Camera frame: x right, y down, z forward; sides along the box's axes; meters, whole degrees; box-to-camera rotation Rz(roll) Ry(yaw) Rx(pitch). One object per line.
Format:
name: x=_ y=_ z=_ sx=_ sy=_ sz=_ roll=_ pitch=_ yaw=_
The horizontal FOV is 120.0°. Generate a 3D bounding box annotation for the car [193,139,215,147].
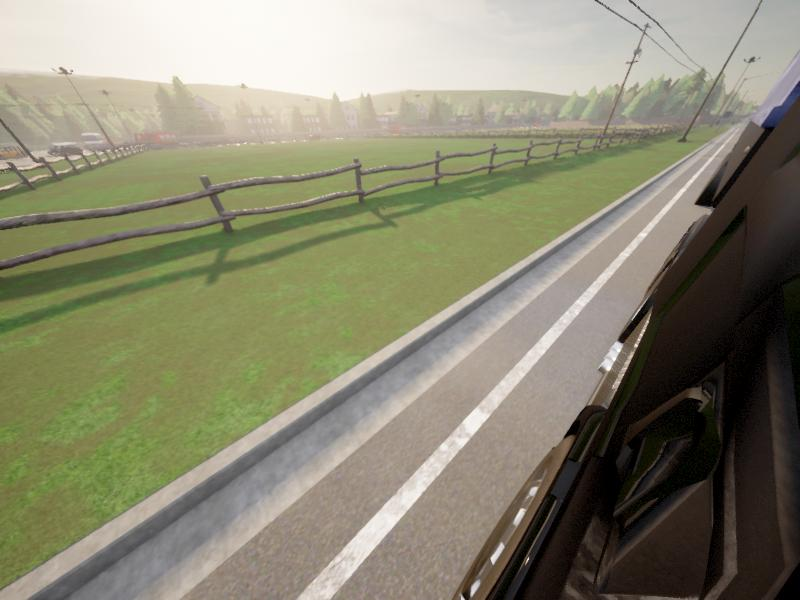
car: x=-53.042 y=-42.490 z=62.556 sx=4.193 sy=1.474 sz=1.816 roll=-28 pitch=43 yaw=-30

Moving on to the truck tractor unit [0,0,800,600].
truck tractor unit: x=2.645 y=-0.295 z=0.351 sx=6.516 sy=4.208 sz=3.053 roll=-28 pitch=44 yaw=-30

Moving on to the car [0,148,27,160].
car: x=-69.534 y=-25.448 z=40.365 sx=1.882 sy=1.535 sz=5.008 roll=-13 pitch=38 yaw=-14

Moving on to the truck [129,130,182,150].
truck: x=-62.486 y=-41.242 z=59.396 sx=8.468 sy=3.827 sz=2.891 roll=-28 pitch=43 yaw=-30

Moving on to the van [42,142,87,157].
van: x=-64.016 y=-28.816 z=44.204 sx=2.069 sy=2.038 sz=4.480 roll=-8 pitch=37 yaw=-8

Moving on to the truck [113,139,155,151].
truck: x=-63.553 y=-37.134 z=55.357 sx=2.390 sy=2.098 sz=6.274 roll=27 pitch=46 yaw=34

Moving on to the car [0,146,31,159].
car: x=-73.997 y=-27.804 z=43.499 sx=1.932 sy=1.855 sz=4.605 roll=-9 pitch=37 yaw=-9

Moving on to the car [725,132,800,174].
car: x=18.343 y=-7.407 z=11.488 sx=4.181 sy=1.385 sz=1.994 roll=-28 pitch=43 yaw=-30

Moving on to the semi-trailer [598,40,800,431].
semi-trailer: x=8.687 y=-3.588 z=4.275 sx=14.254 sy=4.402 sz=2.717 roll=-28 pitch=44 yaw=-30

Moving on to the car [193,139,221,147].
car: x=-50.471 y=-41.185 z=60.526 sx=5.238 sy=1.638 sz=1.930 roll=-28 pitch=43 yaw=-30

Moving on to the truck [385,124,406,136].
truck: x=-1.668 y=-70.264 z=95.378 sx=8.468 sy=3.827 sz=2.891 roll=-28 pitch=43 yaw=-30

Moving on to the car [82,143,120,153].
car: x=-71.932 y=-36.605 z=55.729 sx=2.152 sy=1.651 sz=5.027 roll=13 pitch=39 yaw=20

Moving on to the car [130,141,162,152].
car: x=-57.401 y=-34.813 z=52.374 sx=4.611 sy=1.667 sz=2.242 roll=-29 pitch=44 yaw=-31

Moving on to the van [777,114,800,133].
van: x=55.147 y=-24.454 z=32.004 sx=4.480 sy=2.038 sz=2.069 roll=-29 pitch=44 yaw=-31

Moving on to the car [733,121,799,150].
car: x=29.536 y=-13.403 z=18.780 sx=5.027 sy=1.651 sz=2.152 roll=-28 pitch=44 yaw=-30
